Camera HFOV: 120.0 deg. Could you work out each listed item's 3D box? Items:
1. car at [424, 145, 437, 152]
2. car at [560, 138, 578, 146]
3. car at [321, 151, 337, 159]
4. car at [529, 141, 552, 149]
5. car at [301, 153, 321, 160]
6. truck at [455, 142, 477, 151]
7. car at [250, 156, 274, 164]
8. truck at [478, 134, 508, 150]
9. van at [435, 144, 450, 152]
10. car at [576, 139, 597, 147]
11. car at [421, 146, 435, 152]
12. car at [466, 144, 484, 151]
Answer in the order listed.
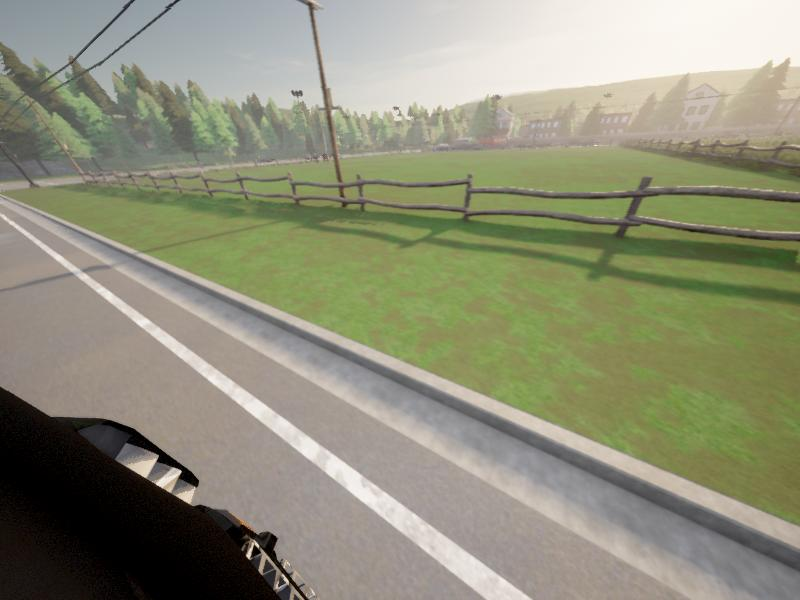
[{"bbox_3d":[11.937,-58.894,89.710,4.605,1.855,1.932,11,36,20],"label":"car"},{"bbox_3d":[51.141,-47.712,69.917,3.866,1.878,1.905,16,38,26],"label":"car"},{"bbox_3d":[-20.001,-40.786,64.996,1.905,1.878,3.866,16,38,26],"label":"car"},{"bbox_3d":[39.907,-44.116,65.591,5.238,1.638,1.930,16,38,26],"label":"car"},{"bbox_3d":[-26.124,-42.261,68.066,2.128,1.511,4.902,16,38,26],"label":"car"},{"bbox_3d":[22.236,-51.647,77.835,6.274,2.098,2.390,16,38,26],"label":"truck"},{"bbox_3d":[-35.869,-36.620,60.295,1.837,1.490,4.892,16,38,26],"label":"car"},{"bbox_3d":[30.629,-52.185,76.438,8.468,3.827,2.891,16,38,26],"label":"truck"},{"bbox_3d":[14.284,-51.664,78.534,4.480,2.038,2.069,16,38,26],"label":"van"},{"bbox_3d":[51.860,-43.822,64.330,3.988,1.617,1.851,16,38,26],"label":"car"},{"bbox_3d":[10.445,-56.944,87.204,5.008,1.535,1.882,10,36,19],"label":"car"},{"bbox_3d":[23.013,-46.696,70.858,4.611,1.667,2.242,16,38,26],"label":"car"}]
